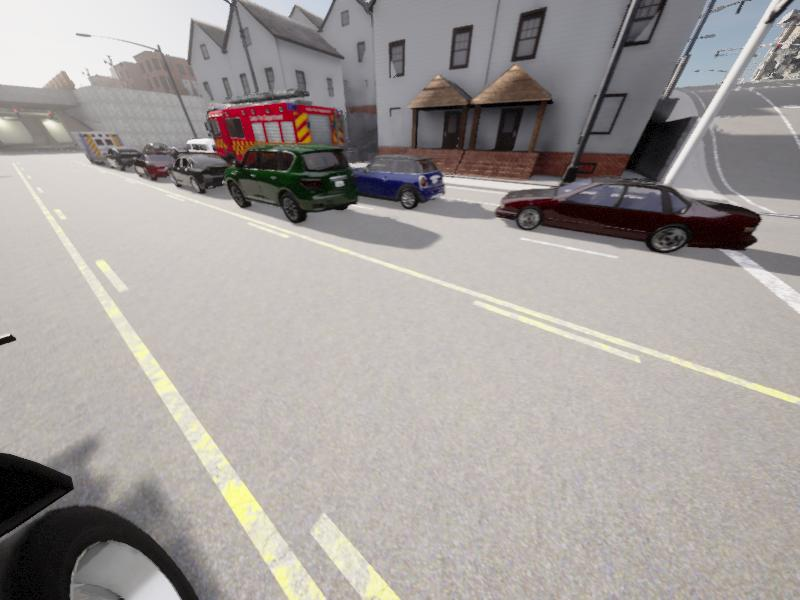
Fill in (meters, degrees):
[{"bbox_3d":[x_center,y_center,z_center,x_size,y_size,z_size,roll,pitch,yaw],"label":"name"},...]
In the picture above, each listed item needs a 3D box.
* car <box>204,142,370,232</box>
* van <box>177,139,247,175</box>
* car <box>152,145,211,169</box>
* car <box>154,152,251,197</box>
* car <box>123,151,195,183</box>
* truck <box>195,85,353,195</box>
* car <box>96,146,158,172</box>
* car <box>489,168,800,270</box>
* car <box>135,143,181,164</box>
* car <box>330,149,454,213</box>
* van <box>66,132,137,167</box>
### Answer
[{"bbox_3d":[-3.956,-4.233,8.083,5.566,2.045,2.150,22,41,28],"label":"car"},{"bbox_3d":[-14.071,-10.821,17.317,4.480,2.038,2.069,22,41,28],"label":"van"},{"bbox_3d":[-19.346,-12.754,20.461,4.902,1.511,2.128,22,41,28],"label":"car"},{"bbox_3d":[-9.995,-6.470,11.671,4.892,1.490,1.837,22,41,28],"label":"car"},{"bbox_3d":[-15.420,-8.619,14.769,4.181,1.385,1.994,23,41,29],"label":"car"},{"bbox_3d":[-6.914,-8.635,12.746,8.468,3.827,2.891,22,41,28],"label":"truck"},{"bbox_3d":[-21.616,-11.214,18.273,4.892,1.490,1.837,22,41,28],"label":"car"},{"bbox_3d":[5.606,-2.544,6.356,5.357,1.411,2.033,20,40,26],"label":"car"},{"bbox_3d":[-24.416,-14.870,23.324,3.988,1.617,1.851,22,41,28],"label":"car"},{"bbox_3d":[-0.414,-5.148,9.632,4.553,1.767,2.097,22,41,28],"label":"car"},{"bbox_3d":[-27.923,-14.174,21.594,6.366,2.431,2.351,22,41,28],"label":"van"}]
